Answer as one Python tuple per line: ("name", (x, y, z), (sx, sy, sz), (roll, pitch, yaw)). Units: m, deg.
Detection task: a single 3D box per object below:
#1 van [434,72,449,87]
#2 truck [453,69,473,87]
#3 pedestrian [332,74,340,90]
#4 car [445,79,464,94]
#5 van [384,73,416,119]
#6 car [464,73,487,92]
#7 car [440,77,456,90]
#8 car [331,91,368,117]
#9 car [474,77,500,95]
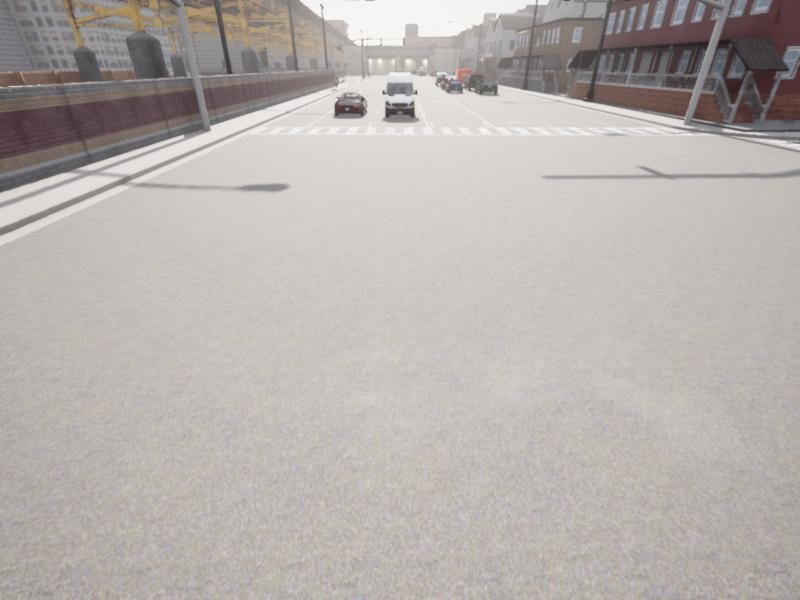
("van", (6.999, -37.356, 67.706), (2.069, 2.038, 4.480), (0, 31, 0))
("truck", (10.451, -37.105, 66.840), (2.627, 2.467, 5.204), (0, 30, 0))
("pedestrian", (-8.761, -29.838, 54.701), (0.751, 1.860, 0.751), (2, 30, 3))
("car", (6.991, -27.483, 51.448), (1.812, 1.442, 4.674), (0, 30, 0))
("van", (-0.004, -14.401, 28.042), (1.988, 2.561, 5.915), (0, 30, 0))
("car", (10.483, -30.666, 56.288), (2.150, 2.045, 5.566), (0, 31, 0))
("car", (7.001, -31.666, 58.423), (1.851, 1.617, 3.988), (0, 30, 0))
("car", (-3.488, -14.066, 28.627), (1.994, 1.385, 4.181), (1, 30, 1))
("car", (10.500, -26.039, 48.637), (2.097, 1.767, 4.553), (0, 30, 0))
